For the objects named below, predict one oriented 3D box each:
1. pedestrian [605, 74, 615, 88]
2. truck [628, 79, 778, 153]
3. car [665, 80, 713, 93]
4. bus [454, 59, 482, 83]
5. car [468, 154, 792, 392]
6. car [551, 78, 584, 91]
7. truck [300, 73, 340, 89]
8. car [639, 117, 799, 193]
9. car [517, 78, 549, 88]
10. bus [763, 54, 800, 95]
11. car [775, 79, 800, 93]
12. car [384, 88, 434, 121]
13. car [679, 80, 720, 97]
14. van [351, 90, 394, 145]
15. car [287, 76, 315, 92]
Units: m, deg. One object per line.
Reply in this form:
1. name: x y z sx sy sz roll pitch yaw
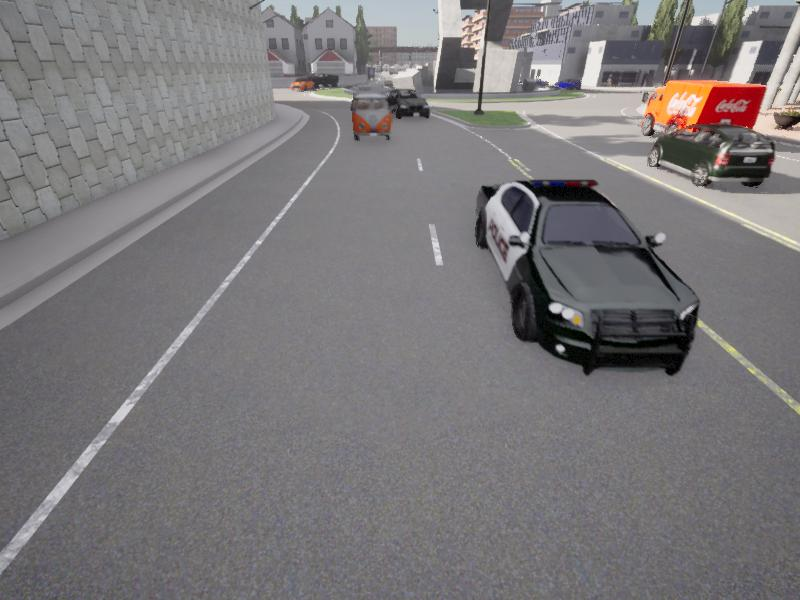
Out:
1. pedestrian: 32.508 -33.938 61.888 0.751 1.860 0.751 -19 35 -29
2. truck: 13.125 -8.456 18.043 2.627 2.467 5.204 2 31 3
3. car: 38.919 -28.862 53.957 4.674 1.442 1.812 6 31 9
4. bus: 14.496 -49.454 86.386 3.944 4.253 10.273 -1 30 -2
5. car: 2.470 -0.934 6.084 2.038 1.542 4.974 0 31 0
6. car: 24.495 -31.552 58.516 1.816 1.474 4.193 -13 33 -21
7. truck: -12.683 -35.150 64.048 2.390 2.098 6.274 20 36 31
8. car: 9.415 -4.577 12.304 1.789 1.549 3.705 0 31 1
9. car: 22.143 -36.259 66.745 1.895 1.301 4.718 -22 37 -32
10. bus: 52.800 -28.080 49.832 10.273 4.253 3.944 -1 30 -1
11. car: 53.571 -28.602 53.459 4.892 1.490 1.837 -1 30 -1
12. car: 0.513 -13.440 27.346 2.242 1.667 4.611 -7 31 -12
13. car: 35.918 -25.411 47.969 3.988 1.617 1.851 -14 33 -23
14. van: -1.392 -8.897 19.259 1.775 1.987 4.442 -3 30 -5
15. car: -13.585 -29.896 55.373 2.097 1.767 4.553 5 31 8
